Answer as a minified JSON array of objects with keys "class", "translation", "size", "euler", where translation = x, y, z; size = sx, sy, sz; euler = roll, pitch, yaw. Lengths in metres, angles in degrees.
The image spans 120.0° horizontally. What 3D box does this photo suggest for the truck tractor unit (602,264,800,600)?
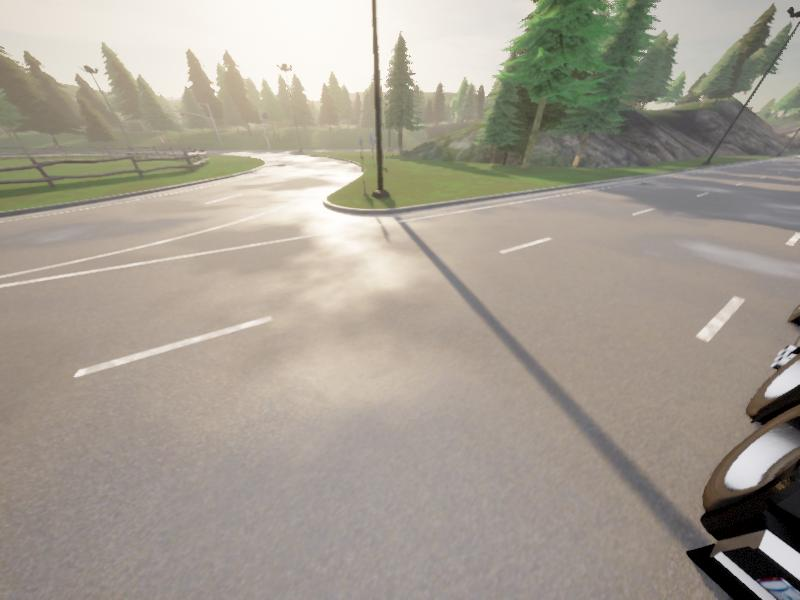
[{"class":"truck tractor unit","translation":[5.115,-0.293,0.790],"size":[6.516,4.208,3.053],"euler":[-18,39,-24]}]
